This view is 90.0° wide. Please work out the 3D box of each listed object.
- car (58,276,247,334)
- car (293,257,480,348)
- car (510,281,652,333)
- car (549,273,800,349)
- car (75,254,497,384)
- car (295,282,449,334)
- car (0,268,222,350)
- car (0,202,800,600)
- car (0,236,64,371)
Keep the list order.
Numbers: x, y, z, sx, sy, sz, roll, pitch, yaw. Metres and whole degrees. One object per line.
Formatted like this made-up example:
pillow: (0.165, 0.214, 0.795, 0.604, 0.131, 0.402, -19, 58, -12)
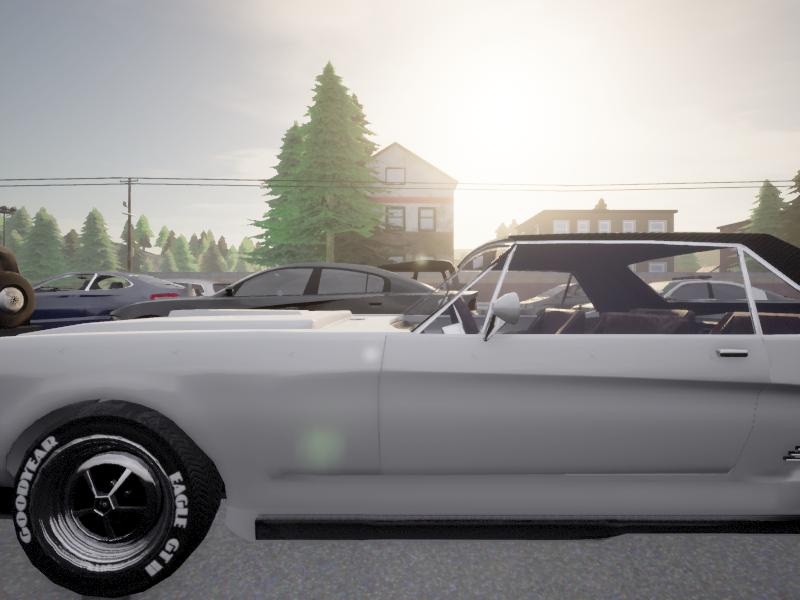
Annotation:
car: (-7.559, 0.156, 12.661, 4.611, 1.667, 2.242, 0, 0, -1)
car: (-0.280, 0.046, 9.200, 3.866, 1.878, 1.905, 0, 0, 0)
car: (5.601, 0.215, 12.732, 3.705, 1.549, 1.789, 0, 0, 0)
car: (6.297, 0.226, 9.236, 4.974, 1.542, 2.038, 0, 0, 0)
car: (-1.348, 0.223, 5.694, 5.008, 1.535, 1.882, 0, 0, 0)
car: (-0.816, 0.228, 12.696, 4.514, 1.525, 2.007, 0, 0, 0)
car: (-7.069, 0.181, 9.172, 5.027, 1.651, 2.152, 0, 0, 0)
car: (0.559, 0.344, 2.203, 4.718, 1.301, 1.895, 0, 0, 0)
car: (-7.490, 0.046, 5.660, 3.866, 1.878, 1.905, 0, 0, 0)
